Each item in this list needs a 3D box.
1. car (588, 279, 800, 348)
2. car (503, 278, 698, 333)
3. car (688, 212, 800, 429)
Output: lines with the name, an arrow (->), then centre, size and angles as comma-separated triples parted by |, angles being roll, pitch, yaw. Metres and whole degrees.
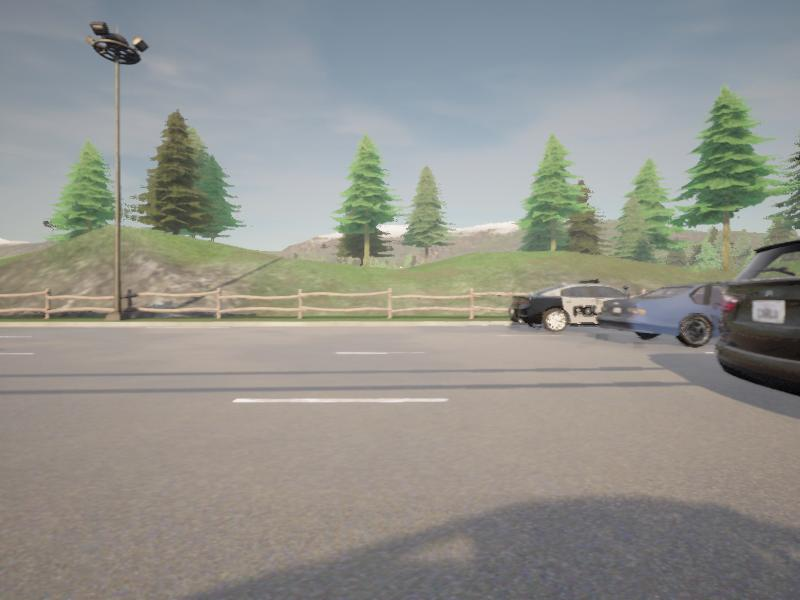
car -> 7.487, 0.283, 9.194 | 5.357, 1.411, 2.033 | 0, 0, 0
car -> 6.132, 0.162, 12.699 | 5.238, 1.638, 1.930 | 0, 0, 0
car -> 5.429, 0.150, 3.145 | 4.611, 1.667, 2.242 | 0, 0, 11
